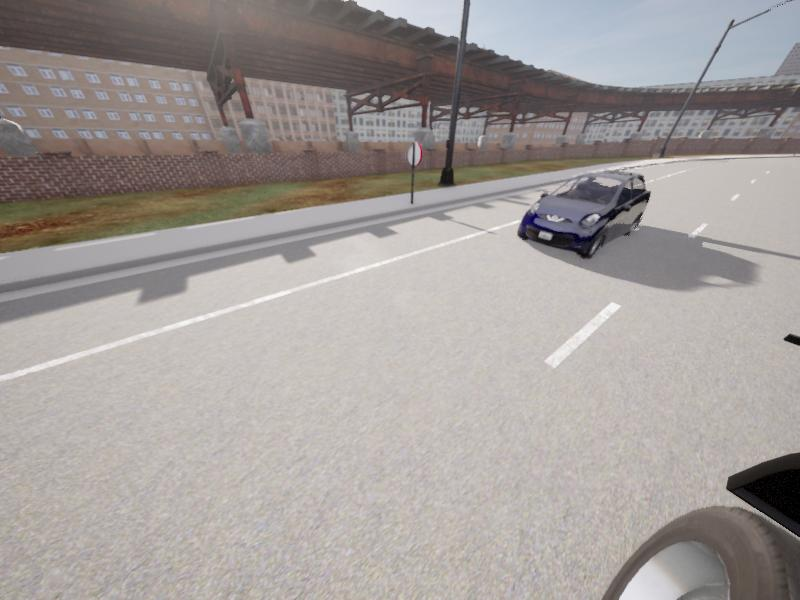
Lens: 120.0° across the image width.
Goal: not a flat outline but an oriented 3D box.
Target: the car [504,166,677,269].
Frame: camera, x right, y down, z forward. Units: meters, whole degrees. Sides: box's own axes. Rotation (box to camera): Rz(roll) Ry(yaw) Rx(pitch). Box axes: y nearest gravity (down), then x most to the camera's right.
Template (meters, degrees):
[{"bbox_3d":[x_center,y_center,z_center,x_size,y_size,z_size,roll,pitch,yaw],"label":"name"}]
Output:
[{"bbox_3d":[4.688,-2.296,5.774,3.633,1.501,1.845,-23,41,-28],"label":"car"}]
